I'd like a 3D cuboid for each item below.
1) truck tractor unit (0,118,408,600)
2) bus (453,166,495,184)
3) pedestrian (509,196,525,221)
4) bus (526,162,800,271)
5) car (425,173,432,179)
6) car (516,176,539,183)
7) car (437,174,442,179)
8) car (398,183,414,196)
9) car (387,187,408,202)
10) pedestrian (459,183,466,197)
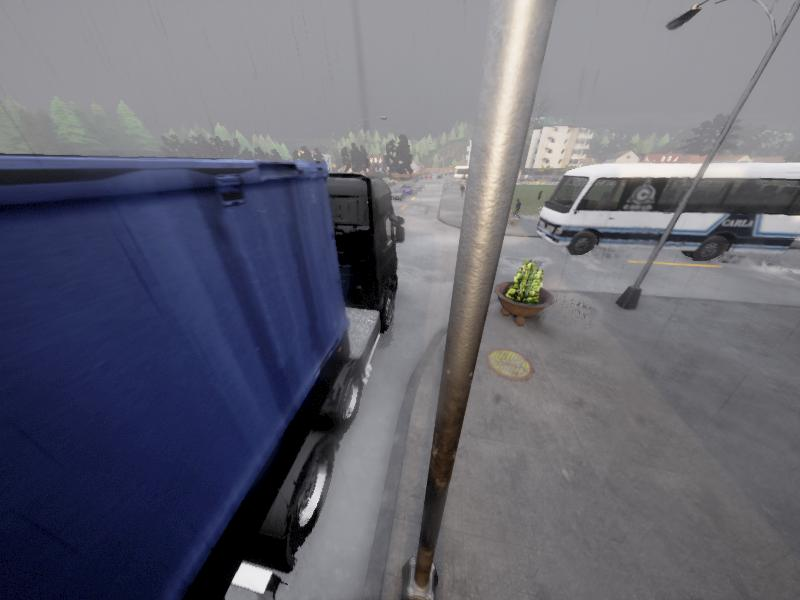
[{"bbox_3d":[-1.855,-0.192,4.321,3.053,4.208,6.516,5,31,9],"label":"truck tractor unit"},{"bbox_3d":[20.612,-35.375,65.224,10.273,4.253,3.944,5,30,9],"label":"bus"},{"bbox_3d":[9.847,-7.712,19.481,0.751,1.860,0.751,8,31,14],"label":"pedestrian"},{"bbox_3d":[13.111,-4.575,11.884,10.273,4.253,3.944,5,30,8],"label":"bus"},{"bbox_3d":[11.106,-47.546,88.525,2.150,2.045,5.566,5,30,9],"label":"car"},{"bbox_3d":[36.888,-34.772,66.798,5.238,1.638,1.930,5,30,9],"label":"car"},{"bbox_3d":[15.037,-46.942,88.014,1.837,1.490,4.892,5,30,9],"label":"car"},{"bbox_3d":[1.083,-18.878,39.384,2.007,1.525,4.514,5,30,9],"label":"car"},{"bbox_3d":[-0.263,-14.968,32.743,2.033,1.411,5.357,5,30,9],"label":"car"},{"bbox_3d":[9.429,-16.630,34.898,0.751,1.860,0.751,5,30,9],"label":"pedestrian"}]
